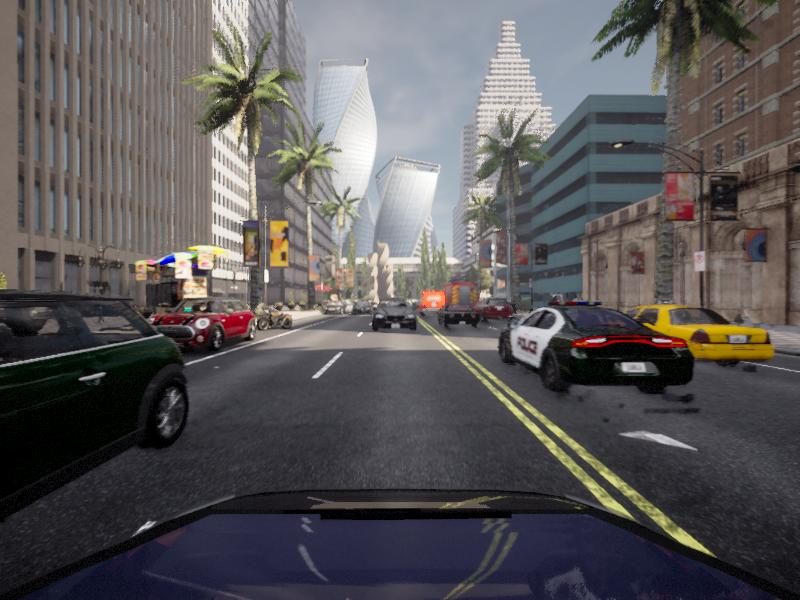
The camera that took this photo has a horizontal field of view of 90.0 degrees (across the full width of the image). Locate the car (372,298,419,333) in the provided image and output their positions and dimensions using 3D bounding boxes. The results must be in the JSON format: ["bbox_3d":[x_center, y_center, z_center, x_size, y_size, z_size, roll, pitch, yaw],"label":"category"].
[{"bbox_3d":[-0.334,0.729,21.324,2.242,1.667,4.611,0,0,-4],"label":"car"}]

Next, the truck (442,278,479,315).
[{"bbox_3d":[6.627,-0.376,45.172,2.891,3.827,8.468,0,0,-1],"label":"truck"}]

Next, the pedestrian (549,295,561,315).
[{"bbox_3d":[14.343,0.439,37.089,0.751,1.860,0.751,0,0,-6],"label":"pedestrian"}]

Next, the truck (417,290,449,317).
[{"bbox_3d":[3.180,0.310,39.746,2.627,2.467,5.204,0,0,0],"label":"truck"}]

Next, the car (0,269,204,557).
[{"bbox_3d":[-3.500,0.690,2.715,2.097,1.767,4.553,0,0,0],"label":"car"}]

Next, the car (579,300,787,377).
[{"bbox_3d":[6.986,0.787,10.849,1.801,1.575,5.366,0,0,0],"label":"car"}]

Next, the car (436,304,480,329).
[{"bbox_3d":[3.358,0.914,23.943,1.895,1.301,4.718,0,0,-1],"label":"car"}]

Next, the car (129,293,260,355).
[{"bbox_3d":[-6.626,0.681,13.629,2.185,1.767,4.553,0,0,-1],"label":"car"}]

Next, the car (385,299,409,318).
[{"bbox_3d":[-0.281,0.733,36.543,2.033,1.649,4.856,0,0,-1],"label":"car"}]

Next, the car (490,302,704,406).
[{"bbox_3d":[3.503,0.814,8.452,2.038,1.542,4.974,0,0,0],"label":"car"}]

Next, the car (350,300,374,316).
[{"bbox_3d":[-3.833,0.774,41.349,2.038,1.542,4.974,0,0,-1],"label":"car"}]

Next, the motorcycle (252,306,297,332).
[{"bbox_3d":[-6.557,0.955,20.986,0.764,1.277,2.356,0,0,29],"label":"motorcycle"}]

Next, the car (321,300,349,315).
[{"bbox_3d":[-6.941,0.772,43.002,2.231,1.521,4.892,0,0,-1],"label":"car"}]

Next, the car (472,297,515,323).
[{"bbox_3d":[6.795,0.658,29.558,2.097,1.767,4.553,0,0,-1],"label":"car"}]
